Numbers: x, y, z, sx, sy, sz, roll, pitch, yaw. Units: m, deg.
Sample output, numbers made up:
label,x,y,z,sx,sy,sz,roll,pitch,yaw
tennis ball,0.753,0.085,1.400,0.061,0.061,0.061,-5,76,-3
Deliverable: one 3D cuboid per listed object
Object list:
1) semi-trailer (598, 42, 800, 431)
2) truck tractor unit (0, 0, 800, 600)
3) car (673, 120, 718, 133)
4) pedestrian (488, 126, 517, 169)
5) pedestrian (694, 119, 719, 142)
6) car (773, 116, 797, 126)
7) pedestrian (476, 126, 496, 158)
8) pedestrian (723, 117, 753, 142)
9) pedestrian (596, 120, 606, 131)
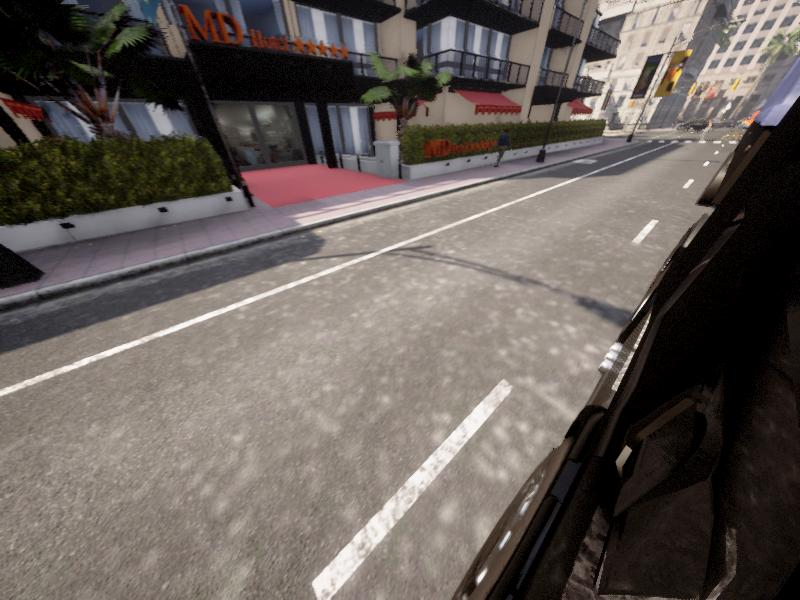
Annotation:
label,x,y,z,sx,sy,sz,roll,pitch,yaw
semi-trailer,8.708,-3.572,4.255,14.254,4.402,2.717,-28,44,-30
truck tractor unit,2.645,-0.295,0.351,6.516,4.208,3.053,-28,44,-30
car,49.843,-29.345,39.026,4.892,1.490,1.837,-4,38,-2
pedestrian,5.488,-8.191,12.439,0.751,1.860,0.751,-24,42,-26
pedestrian,31.045,-17.200,23.418,0.751,1.860,0.751,-28,44,-30
car,76.370,-35.456,45.845,4.193,1.474,1.816,-28,44,-30
pedestrian,6.289,-11.578,16.923,0.751,1.860,0.751,-28,44,-30
pedestrian,31.913,-16.038,21.821,0.751,1.860,0.751,-26,43,-29
pedestrian,44.250,-38.423,50.841,0.751,1.860,0.751,-26,43,-28
